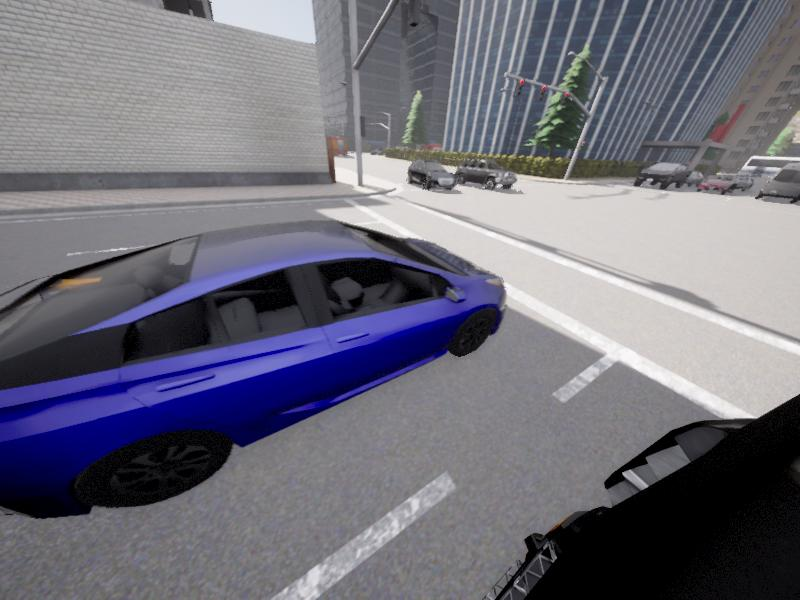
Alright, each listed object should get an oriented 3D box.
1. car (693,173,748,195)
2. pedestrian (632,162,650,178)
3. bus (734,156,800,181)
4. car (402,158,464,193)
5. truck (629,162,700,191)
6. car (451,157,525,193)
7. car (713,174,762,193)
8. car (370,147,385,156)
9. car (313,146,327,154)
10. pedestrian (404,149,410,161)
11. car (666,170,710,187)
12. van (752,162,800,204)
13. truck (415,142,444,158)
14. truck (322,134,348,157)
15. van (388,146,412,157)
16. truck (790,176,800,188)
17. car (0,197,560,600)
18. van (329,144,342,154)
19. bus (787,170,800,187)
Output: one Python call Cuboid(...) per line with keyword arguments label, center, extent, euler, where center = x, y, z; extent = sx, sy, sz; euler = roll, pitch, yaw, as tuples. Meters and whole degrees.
Cuboid(label="car", center=(28.980, -10.515, 20.904), extent=(4.193, 1.474, 1.816), euler=(-16, 38, -26))
Cuboid(label="pedestrian", center=(32.703, -17.653, 31.326), extent=(0.751, 1.860, 0.751), euler=(-16, 38, -26))
Cuboid(label="bus", center=(84.980, -29.490, 51.724), extent=(3.944, 4.253, 10.273), euler=(-16, 38, -26))
Cuboid(label="car", center=(2.006, -8.590, 15.745), extent=(2.033, 1.649, 4.856), euler=(-9, 35, -18))
Cuboid(label="truck", center=(25.694, -12.079, 22.434), extent=(6.274, 2.098, 2.390), euler=(-16, 38, -26))
Cuboid(label="car", center=(6.127, -9.209, 16.777), extent=(1.932, 1.855, 4.605), euler=(-16, 37, -26))
Cuboid(label="car", center=(35.034, -12.174, 24.001), extent=(4.181, 1.385, 1.994), euler=(-16, 38, -27))
Cuboid(label="car", center=(-6.458, -43.360, 67.402), extent=(3.866, 1.878, 1.905), euler=(-16, 38, -26))
Cuboid(label="car", center=(-21.543, -40.324, 62.002), extent=(2.033, 1.411, 5.357), euler=(-16, 38, -26))
Cuboid(label="pedestrian", center=(1.234, -27.223, 43.327), extent=(0.751, 1.860, 0.751), euler=(-18, 39, -29))
Cuboid(label="car", center=(32.486, -13.713, 26.052), extent=(4.674, 1.442, 1.812), euler=(-16, 38, -26))
Cuboid(label="van", center=(31.290, -9.350, 18.366), extent=(5.915, 2.561, 1.988), euler=(-16, 38, -26))
Cuboid(label="truck", center=(9.075, -46.380, 71.453), extent=(8.468, 3.827, 2.891), euler=(-16, 38, -26))
Cuboid(label="truck", center=(-14.482, -34.378, 51.399), extent=(2.891, 3.827, 8.468), euler=(-16, 38, -26))
Cuboid(label="van", center=(0.024, -43.217, 67.188), extent=(6.366, 2.431, 2.351), euler=(-16, 38, -26))
Cuboid(label="truck", center=(55.109, -16.032, 30.440), extent=(5.204, 2.467, 2.627), euler=(-15, 37, -27))
Cuboid(label="car", center=(-0.786, -0.005, 2.545), extent=(4.514, 1.525, 2.007), euler=(-17, 38, -27))
Cuboid(label="van", center=(-17.266, -40.209, 61.609), extent=(2.069, 2.038, 4.480), euler=(-16, 38, -26))
Cuboid(label="bus", center=(63.389, -19.147, 34.238), extent=(10.273, 4.253, 3.944), euler=(-16, 38, -26))
